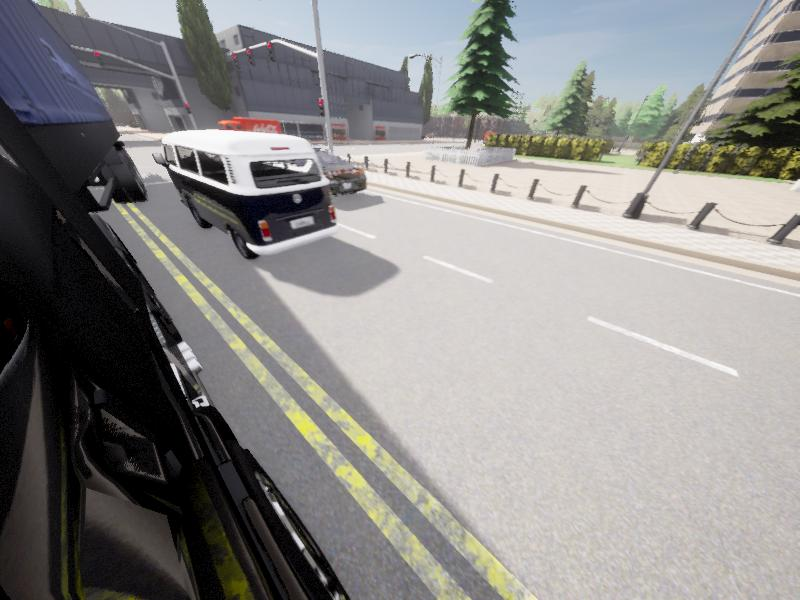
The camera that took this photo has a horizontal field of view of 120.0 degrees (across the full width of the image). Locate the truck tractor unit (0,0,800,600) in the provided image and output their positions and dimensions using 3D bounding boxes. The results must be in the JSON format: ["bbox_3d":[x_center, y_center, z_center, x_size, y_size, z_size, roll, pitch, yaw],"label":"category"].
[{"bbox_3d":[-2.645,-0.295,0.351,6.516,4.208,3.053,28,44,30],"label":"truck tractor unit"}]

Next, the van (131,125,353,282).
[{"bbox_3d":[-3.416,-2.476,5.098,4.480,2.038,2.069,28,43,30],"label":"van"}]

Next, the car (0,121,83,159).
[{"bbox_3d":[-22.759,-9.389,13.511,2.242,1.667,4.611,27,43,29],"label":"car"}]

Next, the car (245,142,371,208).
[{"bbox_3d":[-3.648,-5.095,9.054,4.974,1.542,2.038,28,43,30],"label":"car"}]

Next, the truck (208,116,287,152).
[{"bbox_3d":[-14.185,-15.714,21.942,2.627,2.467,5.204,27,43,29],"label":"truck"}]

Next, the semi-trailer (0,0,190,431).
[{"bbox_3d":[-8.156,-3.909,4.718,2.717,4.402,14.254,-27,46,-34],"label":"semi-trailer"}]
